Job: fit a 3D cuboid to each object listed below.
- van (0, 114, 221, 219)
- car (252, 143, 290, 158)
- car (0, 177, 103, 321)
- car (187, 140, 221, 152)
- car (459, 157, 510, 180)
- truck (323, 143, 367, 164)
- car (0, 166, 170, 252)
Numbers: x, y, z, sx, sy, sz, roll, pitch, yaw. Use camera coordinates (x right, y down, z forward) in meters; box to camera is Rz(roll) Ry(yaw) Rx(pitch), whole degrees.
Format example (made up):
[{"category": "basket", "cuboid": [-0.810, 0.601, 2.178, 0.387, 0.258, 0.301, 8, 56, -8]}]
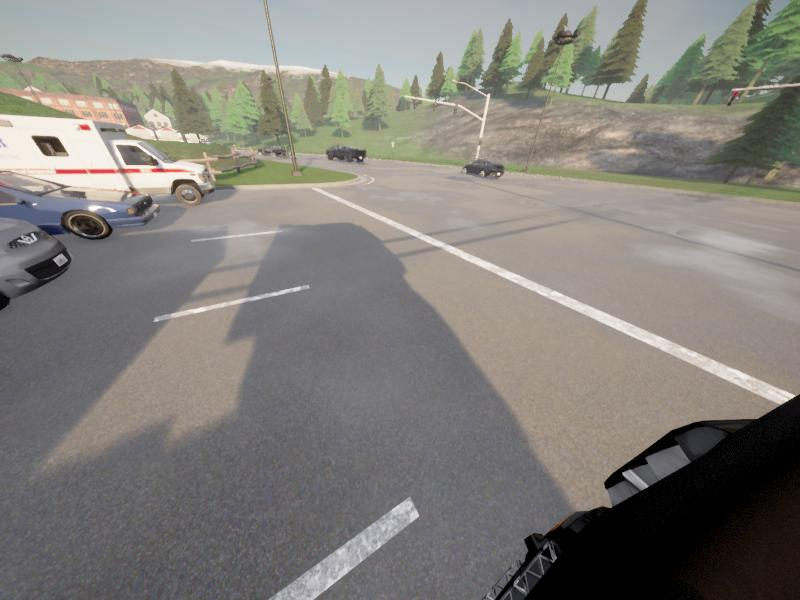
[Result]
[{"category": "van", "cuboid": [-10.214, -4.383, 7.564, 6.366, 2.431, 2.351, -16, 38, -26]}, {"category": "car", "cuboid": [-19.481, -22.603, 34.974, 5.238, 1.638, 1.930, 17, 35, 20]}, {"category": "car", "cuboid": [-6.981, -0.462, 2.722, 3.633, 1.501, 1.845, -16, 38, -26]}, {"category": "car", "cuboid": [-34.643, -27.270, 40.897, 3.988, 1.617, 1.851, 4, 33, 1]}, {"category": "car", "cuboid": [8.079, -12.999, 22.715, 1.837, 1.490, 4.892, -10, 36, -20]}, {"category": "truck", "cuboid": [-7.621, -20.368, 32.082, 6.274, 2.098, 2.390, 26, 40, 30]}, {"category": "car", "cuboid": [-9.097, -2.039, 5.058, 5.357, 1.411, 2.033, -16, 38, -26]}]
